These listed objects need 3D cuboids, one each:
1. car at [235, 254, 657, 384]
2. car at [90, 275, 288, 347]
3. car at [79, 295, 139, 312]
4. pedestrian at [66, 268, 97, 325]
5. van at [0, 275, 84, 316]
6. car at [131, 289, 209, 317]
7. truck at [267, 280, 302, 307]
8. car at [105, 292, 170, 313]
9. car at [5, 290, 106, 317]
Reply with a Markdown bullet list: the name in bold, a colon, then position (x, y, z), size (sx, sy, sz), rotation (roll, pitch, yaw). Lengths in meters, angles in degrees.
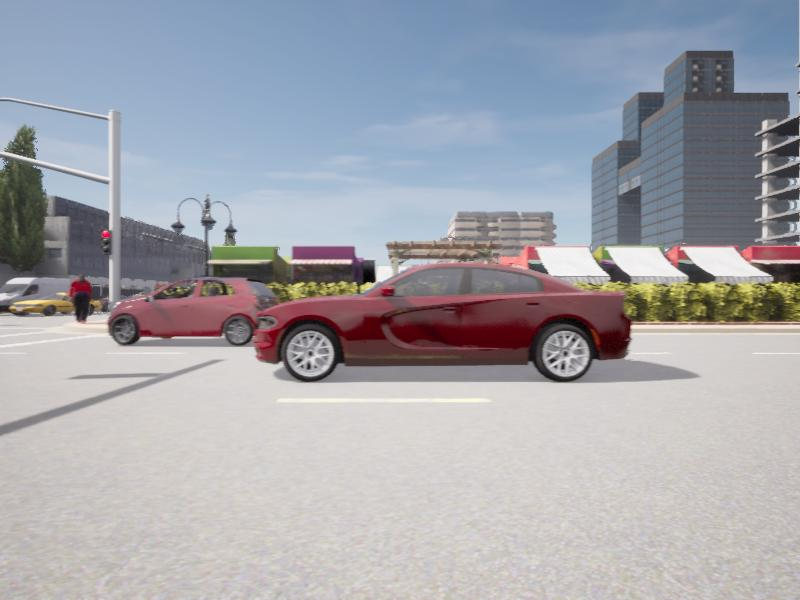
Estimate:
- **car**: position (0.545, 0.223, 5.693), size (5.008, 1.535, 1.882), rotation (0, 0, 0)
- **car**: position (-4.686, 0.228, 9.288), size (3.633, 1.501, 1.845), rotation (0, 0, 3)
- **car**: position (-25.270, 0.279, 34.961), size (1.812, 1.442, 4.674), rotation (0, 0, 1)
- **pedestrian**: position (-10.908, -0.111, 13.718), size (0.751, 1.860, 0.751), rotation (0, 0, 45)
- **van**: position (-25.434, -0.269, 27.894), size (1.988, 2.561, 5.915), rotation (0, 0, 1)
- **car**: position (-14.994, 0.186, 26.469), size (2.152, 1.651, 5.027), rotation (0, 0, 2)
- **truck**: position (-17.586, -0.915, 61.572), size (2.891, 3.827, 8.468), rotation (0, 0, 1)
- **car**: position (-21.795, 0.209, 33.511), size (1.801, 1.575, 5.366), rotation (0, 0, 1)
- **car**: position (-21.944, 0.209, 25.850), size (1.801, 1.575, 5.366), rotation (0, 0, 2)
